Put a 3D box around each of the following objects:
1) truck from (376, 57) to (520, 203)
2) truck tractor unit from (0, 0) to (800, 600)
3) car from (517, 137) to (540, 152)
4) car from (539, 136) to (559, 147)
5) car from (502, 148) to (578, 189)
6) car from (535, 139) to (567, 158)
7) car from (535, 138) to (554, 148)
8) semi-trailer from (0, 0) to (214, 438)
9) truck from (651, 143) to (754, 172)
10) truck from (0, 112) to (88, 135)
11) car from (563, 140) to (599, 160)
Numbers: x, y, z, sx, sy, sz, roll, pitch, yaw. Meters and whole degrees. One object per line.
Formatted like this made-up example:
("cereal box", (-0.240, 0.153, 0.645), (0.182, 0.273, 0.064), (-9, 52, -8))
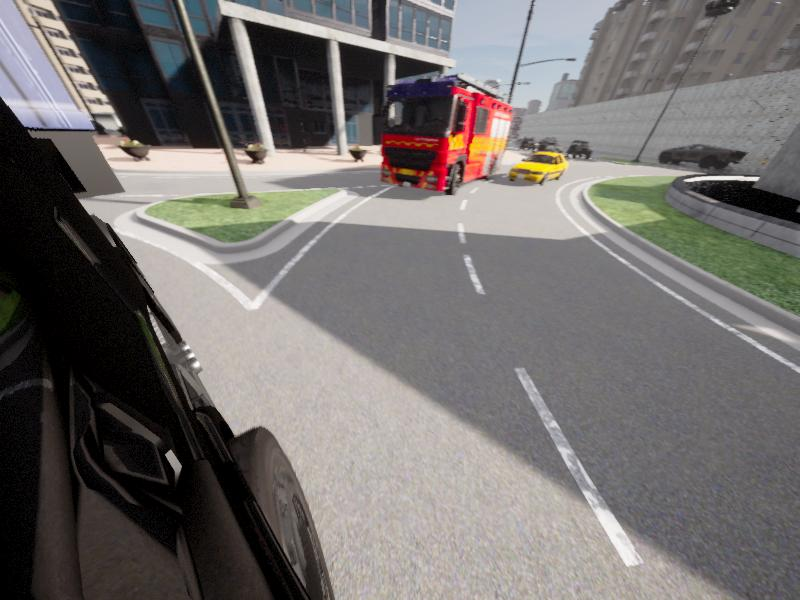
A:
("truck", (2.686, -7.671, 10.988), (2.891, 3.827, 8.468), (23, 41, 25))
("truck tractor unit", (-2.645, -0.295, 0.351), (6.516, 4.208, 3.053), (28, 44, 30))
("car", (21.703, -26.370, 39.084), (1.905, 1.878, 3.866), (7, 37, 5))
("car", (39.231, -41.769, 60.880), (2.150, 2.045, 5.566), (6, 36, 5))
("car", (8.135, -7.705, 13.275), (1.801, 1.575, 5.366), (32, 45, 33))
("car", (19.600, -19.875, 30.197), (1.932, 1.855, 4.605), (10, 37, 9))
("car", (34.925, -38.115, 55.985), (2.242, 1.667, 4.611), (6, 37, 4))
("semi-trailer", (-9.710, -2.602, 2.827), (14.254, 4.402, 2.717), (14, 38, 15))
("truck", (32.281, -15.632, 25.120), (2.390, 2.098, 6.274), (-5, 37, -10))
("truck", (-47.502, -23.562, 31.020), (2.390, 2.098, 6.274), (5, 36, 4))
("car", (22.926, -19.189, 29.479), (1.905, 1.878, 3.866), (10, 37, 9))
